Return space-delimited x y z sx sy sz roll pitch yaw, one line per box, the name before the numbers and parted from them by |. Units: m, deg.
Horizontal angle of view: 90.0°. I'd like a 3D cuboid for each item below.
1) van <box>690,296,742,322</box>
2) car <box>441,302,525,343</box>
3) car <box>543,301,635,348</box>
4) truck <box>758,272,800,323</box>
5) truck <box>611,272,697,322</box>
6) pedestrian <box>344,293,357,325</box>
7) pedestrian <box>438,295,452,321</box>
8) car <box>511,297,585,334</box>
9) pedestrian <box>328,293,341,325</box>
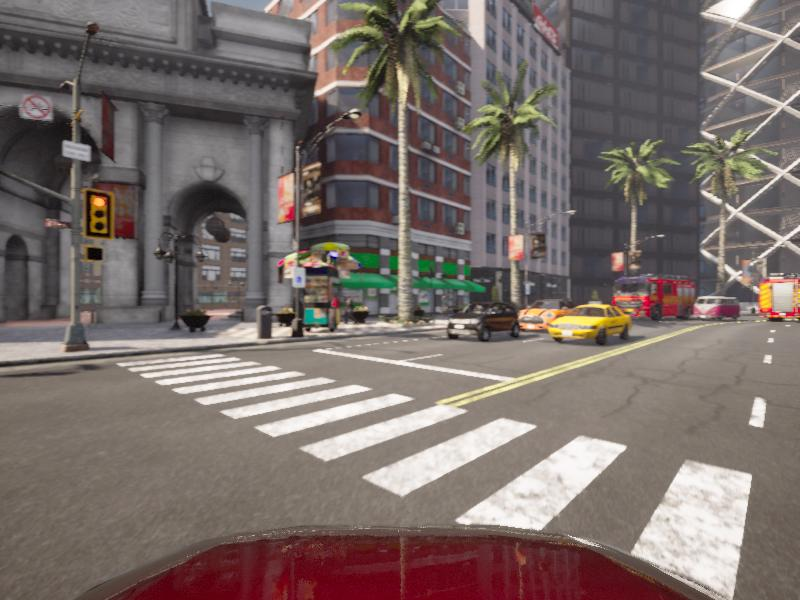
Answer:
van | 25.575 0.722 32.359 4.442 1.987 1.775 1 0 -31
car | 3.564 0.852 16.856 1.789 1.549 3.705 0 0 43
car | 7.802 0.847 16.201 1.801 1.575 5.366 0 0 43
truck | 32.996 -0.178 32.487 8.468 3.827 2.891 0 0 -26
truck | 21.772 -0.208 34.135 8.468 3.827 2.891 0 0 -33
pedestrian | -2.943 0.512 23.669 0.751 1.860 0.751 0 0 -8
pedestrian | 3.286 0.538 29.134 0.751 1.860 0.751 0 0 44
car | 8.057 0.750 21.562 2.097 1.767 4.553 0 0 43
pedestrian | -3.842 0.509 23.539 0.751 1.860 0.751 0 0 -9
